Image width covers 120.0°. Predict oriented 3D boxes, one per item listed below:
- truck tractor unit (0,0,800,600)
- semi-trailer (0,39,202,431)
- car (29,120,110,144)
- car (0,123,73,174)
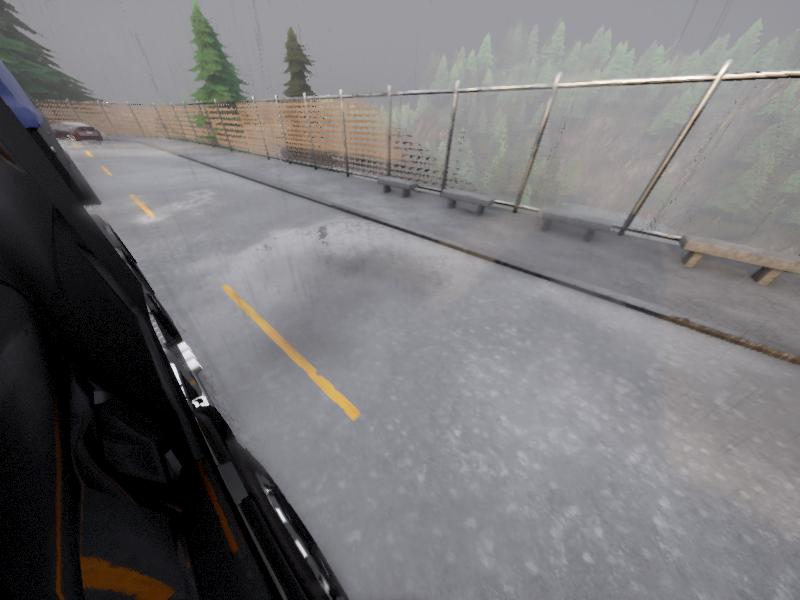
[{"bbox_3d":[-2.645,-0.295,0.351,6.516,4.208,3.053,28,44,30],"label":"truck tractor unit"},{"bbox_3d":[-8.723,-3.577,4.219,14.254,4.402,2.717,28,43,30],"label":"semi-trailer"},{"bbox_3d":[-30.665,-15.669,21.541,4.792,1.488,2.163,10,37,10],"label":"car"},{"bbox_3d":[-18.237,-7.543,11.276,5.238,1.638,1.930,28,44,30],"label":"car"}]
